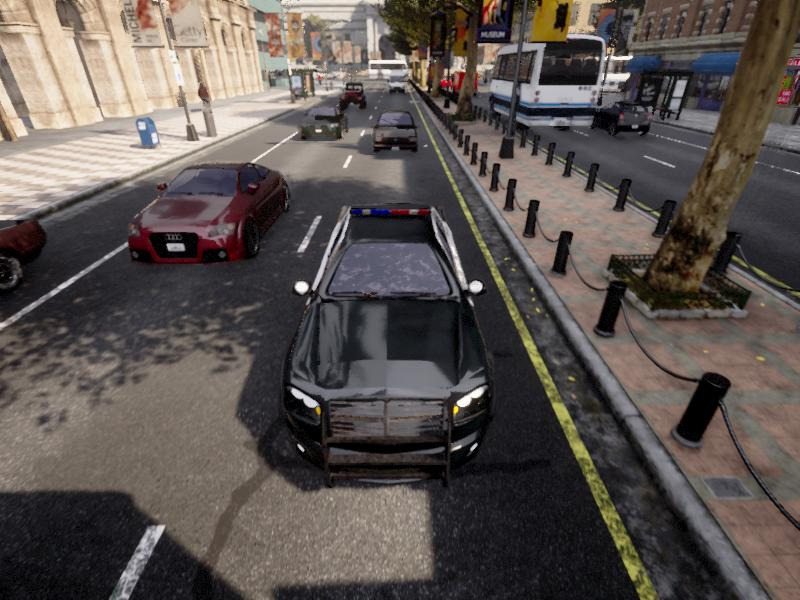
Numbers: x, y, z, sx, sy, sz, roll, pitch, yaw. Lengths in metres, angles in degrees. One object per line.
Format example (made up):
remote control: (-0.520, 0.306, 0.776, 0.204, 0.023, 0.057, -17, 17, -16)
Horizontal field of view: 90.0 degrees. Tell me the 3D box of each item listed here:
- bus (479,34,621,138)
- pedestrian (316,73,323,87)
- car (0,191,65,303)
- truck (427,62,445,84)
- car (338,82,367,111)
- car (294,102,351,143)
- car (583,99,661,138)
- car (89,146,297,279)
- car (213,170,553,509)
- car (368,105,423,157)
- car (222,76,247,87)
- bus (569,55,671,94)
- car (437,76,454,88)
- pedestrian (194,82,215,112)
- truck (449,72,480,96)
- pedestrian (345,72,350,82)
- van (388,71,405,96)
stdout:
bus: (7.659, -12.385, 23.001, 3.944, 4.253, 10.273, 0, 30, 0)
pedestrian: (-12.991, -35.690, 64.899, 0.751, 1.860, 0.751, 3, 30, 5)
car: (-6.865, -0.003, 4.718, 1.895, 1.301, 4.718, 0, 30, 0)
truck: (7.448, -47.551, 83.610, 2.891, 3.827, 8.468, 0, 30, 0)
car: (-3.769, -16.594, 32.538, 1.905, 1.878, 3.866, 0, 30, 0)
car: (-3.698, -8.834, 19.772, 1.994, 1.385, 4.181, 0, 30, 0)
car: (11.297, -9.464, 20.700, 1.845, 1.501, 3.633, 0, 30, 0)
car: (-3.633, -2.013, 8.097, 1.994, 1.385, 4.181, 0, 30, 0)
car: (-0.115, -0.261, 4.942, 2.038, 1.542, 4.974, 0, 30, 0)
car: (-0.188, -7.466, 17.409, 2.033, 1.411, 5.357, 0, 30, 0)
car: (-27.409, -36.261, 66.326, 2.128, 1.511, 4.902, 0, 30, 0)
bus: (28.401, -29.478, 52.273, 10.273, 4.253, 3.944, -1, 30, -1)
car: (7.536, -36.553, 66.926, 2.242, 1.667, 4.611, 0, 30, 0)
pedestrian: (-14.046, -14.592, 28.785, 0.751, 1.860, 0.751, -2, 30, -3)
truck: (7.668, -25.912, 47.902, 2.627, 2.467, 5.204, -1, 30, -2)
pedestrian: (-11.099, -46.970, 84.208, 0.751, 1.860, 0.751, 8, 31, 13)
van: (-0.374, -27.212, 50.073, 1.988, 2.561, 5.915, 0, 30, 0)
